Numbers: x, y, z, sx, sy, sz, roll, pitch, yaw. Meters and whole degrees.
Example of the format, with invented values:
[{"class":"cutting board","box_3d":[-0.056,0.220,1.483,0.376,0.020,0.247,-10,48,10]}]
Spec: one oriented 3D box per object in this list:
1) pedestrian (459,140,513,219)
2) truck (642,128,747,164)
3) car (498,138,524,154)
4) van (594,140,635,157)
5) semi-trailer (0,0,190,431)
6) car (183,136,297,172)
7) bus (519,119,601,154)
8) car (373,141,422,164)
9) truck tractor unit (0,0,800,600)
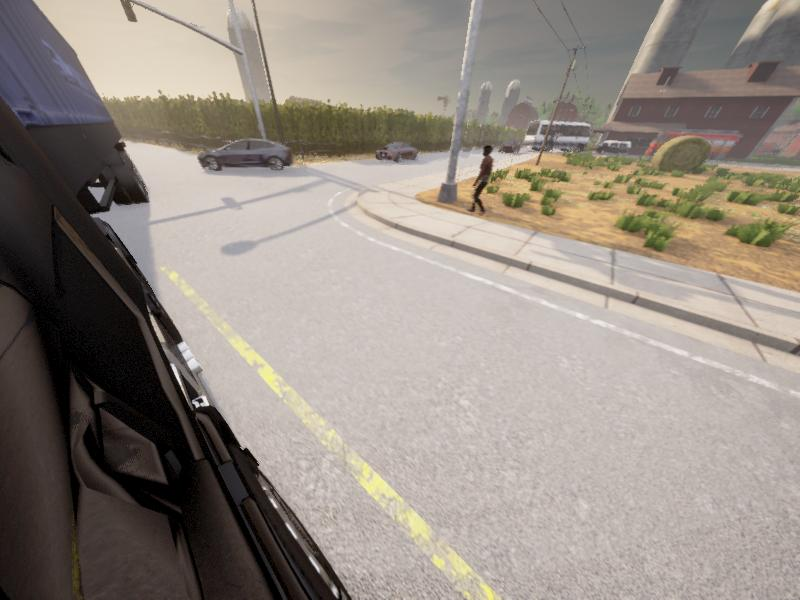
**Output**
[{"class":"pedestrian","box_3d":[2.400,-3.416,6.605,0.751,1.860,0.751,30,44,32]},{"class":"truck","box_3d":[42.932,-22.947,34.365,8.468,3.827,2.891,23,41,25]},{"class":"car","box_3d":[16.410,-22.744,34.059,2.097,1.767,4.553,24,41,26]},{"class":"van","box_3d":[35.642,-25.367,38.642,4.480,2.038,2.069,24,41,26]},{"class":"semi-trailer","box_3d":[-8.143,-3.906,4.742,2.717,4.402,14.254,-27,46,-34]},{"class":"car","box_3d":[-8.564,-8.226,13.039,4.792,1.488,2.163,-9,38,-15]},{"class":"bus","box_3d":[26.448,-27.281,38.782,10.273,4.253,3.944,-3,34,-7]},{"class":"car","box_3d":[-0.163,-12.576,19.571,1.994,1.385,4.181,24,42,26]},{"class":"truck tractor unit","box_3d":[-2.645,-0.295,0.351,6.516,4.208,3.053,28,44,30]}]
